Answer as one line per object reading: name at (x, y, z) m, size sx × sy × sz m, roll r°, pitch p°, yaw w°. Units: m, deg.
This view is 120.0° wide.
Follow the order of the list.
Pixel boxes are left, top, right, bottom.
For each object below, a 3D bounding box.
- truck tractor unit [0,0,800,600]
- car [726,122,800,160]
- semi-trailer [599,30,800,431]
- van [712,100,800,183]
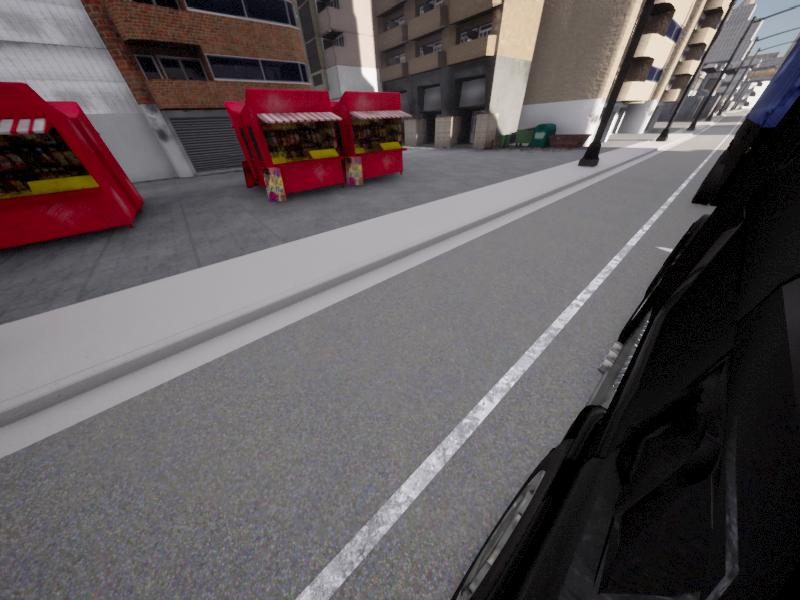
truck tractor unit at (2.645, -0.295, 0.351) m, size 6.516 × 4.208 × 3.053 m, roll -28°, pitch 44°, yaw -30°
car at (22.056, -9.670, 13.941) m, size 4.902 × 1.511 × 2.128 m, roll -28°, pitch 44°, yaw -30°
semi-trailer at (8.635, -3.647, 4.289) m, size 14.254 × 4.402 × 2.717 m, roll -29°, pitch 44°, yaw -30°
van at (16.401, -6.994, 9.959) m, size 6.366 × 2.431 × 2.351 m, roll -28°, pitch 44°, yaw -30°
